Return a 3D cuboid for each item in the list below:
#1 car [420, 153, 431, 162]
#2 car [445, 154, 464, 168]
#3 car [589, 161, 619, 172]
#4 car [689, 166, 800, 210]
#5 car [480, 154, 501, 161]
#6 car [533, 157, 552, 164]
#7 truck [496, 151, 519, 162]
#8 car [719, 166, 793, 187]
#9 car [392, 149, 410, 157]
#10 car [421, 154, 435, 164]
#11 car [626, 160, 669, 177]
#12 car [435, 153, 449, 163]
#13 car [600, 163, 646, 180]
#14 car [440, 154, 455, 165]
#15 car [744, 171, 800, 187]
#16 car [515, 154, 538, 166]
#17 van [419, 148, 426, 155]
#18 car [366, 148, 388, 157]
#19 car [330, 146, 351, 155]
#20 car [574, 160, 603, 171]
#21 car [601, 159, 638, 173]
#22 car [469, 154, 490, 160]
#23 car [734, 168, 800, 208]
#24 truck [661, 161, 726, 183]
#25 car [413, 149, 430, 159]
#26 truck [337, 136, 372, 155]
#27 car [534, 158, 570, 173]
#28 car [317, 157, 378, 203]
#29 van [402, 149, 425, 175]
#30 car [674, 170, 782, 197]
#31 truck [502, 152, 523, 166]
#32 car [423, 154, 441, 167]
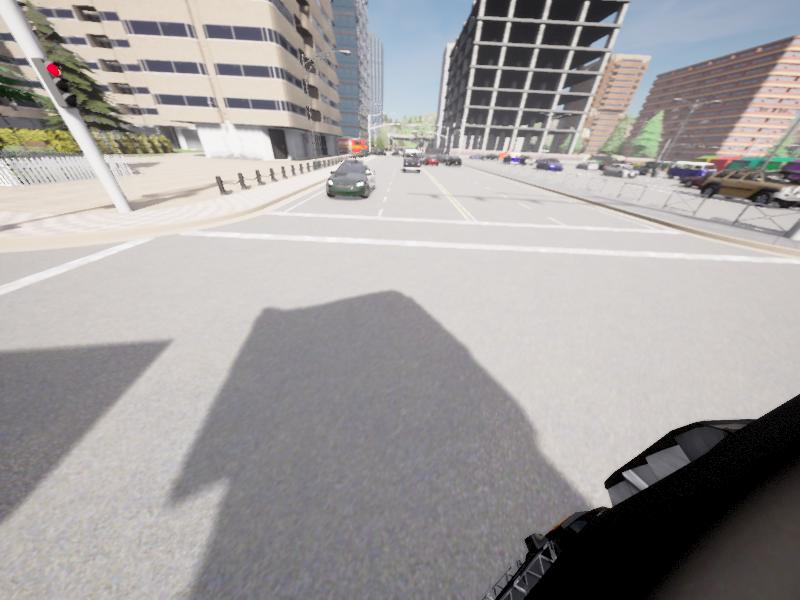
[{"bbox_3d":[5.093,-29.233,47.258,1.812,1.442,4.674,2,33,-1],"label":"car"},{"bbox_3d":[8.435,-21.875,36.303,1.882,1.535,5.008,2,33,-1],"label":"car"},{"bbox_3d":[36.917,-24.278,41.920,1.784,1.438,3.905,2,33,-1],"label":"car"},{"bbox_3d":[22.159,-7.170,14.532,1.932,1.855,4.605,2,33,-1],"label":"car"},{"bbox_3d":[25.705,-40.672,65.746,4.892,1.490,1.837,2,33,-1],"label":"car"},{"bbox_3d":[40.801,-39.905,66.090,3.806,1.475,1.970,2,33,-1],"label":"car"},{"bbox_3d":[31.942,-42.645,68.570,5.204,2.467,2.627,2,33,-1],"label":"truck"},{"bbox_3d":[44.912,-15.819,29.363,1.932,1.855,4.605,2,33,-1],"label":"car"},{"bbox_3d":[0.326,-41.316,64.965,4.974,1.542,2.038,-23,42,-35],"label":"car"},{"bbox_3d":[5.010,-25.330,41.484,1.895,1.301,4.718,2,33,-1],"label":"car"},{"bbox_3d":[36.796,-19.664,34.557,1.905,1.878,3.866,2,33,-1],"label":"car"},{"bbox_3d":[8.603,-29.387,47.806,2.033,1.411,5.357,2,33,-1],"label":"car"},{"bbox_3d":[28.020,-16.314,29.250,1.970,1.475,3.806,2,33,-1],"label":"car"},{"bbox_3d":[8.508,-25.405,41.733,1.812,1.442,4.674,2,33,-1],"label":"car"},{"bbox_3d":[47.796,-15.481,29.454,1.784,1.438,3.905,2,33,-1],"label":"car"},{"bbox_3d":[25.629,-28.512,47.071,1.932,1.855,4.605,2,33,-1],"label":"car"},{"bbox_3d":[9.348,-61.952,96.159,2.351,2.431,6.366,2,33,-1],"label":"van"},{"bbox_3d":[-5.853,-37.519,58.667,5.238,1.638,1.930,17,36,20],"label":"car"},{"bbox_3d":[-15.141,-38.200,59.025,4.974,1.542,2.038,2,33,-1],"label":"car"},{"bbox_3d":[34.023,-24.380,41.909,1.970,1.475,3.806,2,33,-1],"label":"car"},{"bbox_3d":[39.607,-24.363,41.873,1.932,1.855,4.605,2,33,-1],"label":"car"},{"bbox_3d":[23.485,-42.579,68.706,5.357,1.411,2.033,2,33,-1],"label":"car"},{"bbox_3d":[25.049,-7.009,14.517,1.905,1.878,3.866,2,33,-1],"label":"car"},{"bbox_3d":[36.706,-16.230,29.180,2.069,2.038,4.478,2,33,-1],"label":"truck"},{"bbox_3d":[5.516,-37.613,59.474,3.866,1.878,1.905,2,33,-2],"label":"car"},{"bbox_3d":[-11.830,-40.940,61.390,8.468,3.827,2.891,2,33,-2],"label":"truck"},{"bbox_3d":[22.506,-20.169,34.524,2.242,1.667,4.611,2,33,-1],"label":"car"},{"bbox_3d":[-2.430,-6.505,12.232,2.038,1.542,4.974,3,33,0],"label":"car"},{"bbox_3d":[1.276,-14.552,24.220,2.069,2.038,4.480,2,34,-1],"label":"van"},{"bbox_3d":[27.855,-10.244,20.047,2.033,1.415,5.357,2,33,-1],"label":"car"},{"bbox_3d":[22.740,-28.680,46.931,2.069,2.038,4.478,2,33,-1],"label":"truck"},{"bbox_3d":[4.933,-21.896,36.117,2.163,1.488,4.792,2,33,-1],"label":"car"}]
